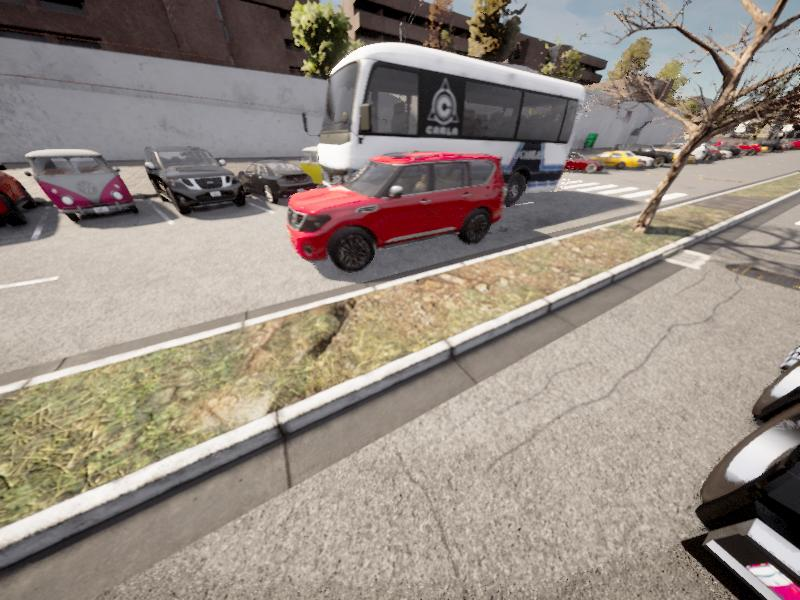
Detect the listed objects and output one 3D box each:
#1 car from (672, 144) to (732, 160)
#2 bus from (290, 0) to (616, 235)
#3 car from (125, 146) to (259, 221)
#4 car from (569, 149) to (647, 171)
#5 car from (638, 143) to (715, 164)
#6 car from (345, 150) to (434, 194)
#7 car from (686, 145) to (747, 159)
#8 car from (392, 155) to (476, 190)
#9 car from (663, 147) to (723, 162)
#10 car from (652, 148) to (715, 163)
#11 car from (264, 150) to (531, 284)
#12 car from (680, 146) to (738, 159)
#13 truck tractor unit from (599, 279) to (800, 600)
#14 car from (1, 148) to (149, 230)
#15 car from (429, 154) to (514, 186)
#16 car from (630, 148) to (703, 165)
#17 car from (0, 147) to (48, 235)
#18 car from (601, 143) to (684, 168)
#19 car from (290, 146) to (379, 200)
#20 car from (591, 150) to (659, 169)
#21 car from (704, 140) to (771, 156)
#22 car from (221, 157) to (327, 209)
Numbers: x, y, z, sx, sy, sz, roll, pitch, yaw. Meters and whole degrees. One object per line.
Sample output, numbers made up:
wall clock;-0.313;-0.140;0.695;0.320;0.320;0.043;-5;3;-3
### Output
car;41.430;-20.491;31.953;4.553;1.767;2.185;26;42;33
bus;2.143;-5.820;8.695;10.273;4.253;3.944;-16;38;-24
car;-8.497;-4.998;9.361;5.566;2.045;2.435;26;42;33
car;20.235;-13.791;22.674;5.366;1.575;1.946;26;42;33
car;33.525;-18.067;28.364;5.566;2.045;2.435;26;43;33
car;-0.650;-7.313;12.974;4.553;1.767;2.185;26;42;33
car;46.722;-22.069;34.330;5.008;1.535;2.097;26;43;33
car;1.945;-7.994;14.265;4.674;1.452;2.002;26;42;33
car;38.823;-19.497;30.866;4.674;1.452;2.002;26;42;33
car;36.159;-18.672;29.695;4.792;1.488;2.163;26;43;33
car;0.120;-2.421;5.705;5.566;2.045;2.150;-17;38;-24
car;44.086;-21.191;33.197;4.674;1.452;2.002;26;42;33
truck tractor unit;5.133;-0.278;0.741;6.516;4.208;3.053;-17;39;-23
car;-11.048;-4.136;8.143;4.442;1.987;1.878;26;42;33
car;4.603;-8.810;15.440;4.792;1.488;2.163;26;42;33
car;31.055;-16.953;27.213;5.366;1.575;1.946;26;42;33
car;-13.782;-3.400;7.019;5.566;2.045;2.435;26;42;33
car;25.673;-15.560;24.800;5.566;2.045;2.435;26;42;33
car;-3.379;-6.642;11.815;4.442;1.987;1.878;26;42;33
car;23.011;-14.511;23.792;4.674;1.452;2.002;26;42;33
car;54.638;-24.827;37.671;5.566;2.045;2.435;26;42;33
car;-5.902;-5.602;10.693;4.892;1.521;2.231;26;42;33
